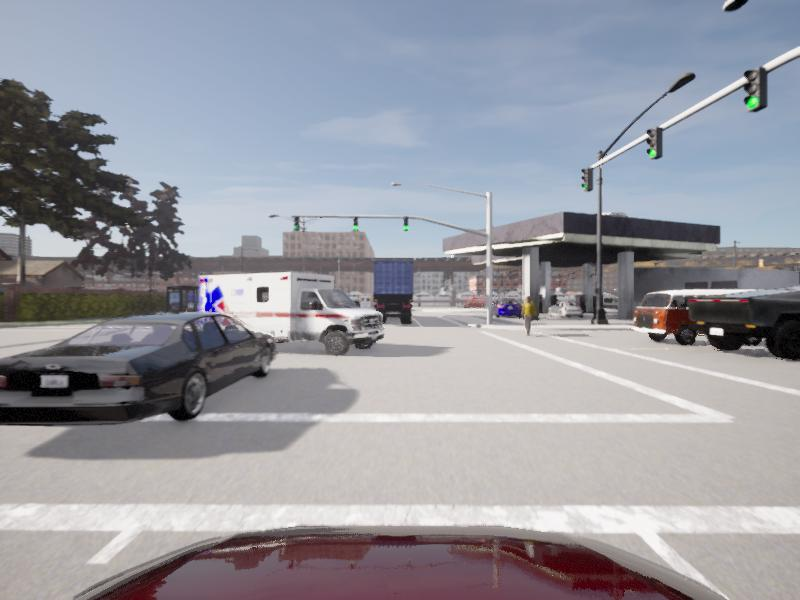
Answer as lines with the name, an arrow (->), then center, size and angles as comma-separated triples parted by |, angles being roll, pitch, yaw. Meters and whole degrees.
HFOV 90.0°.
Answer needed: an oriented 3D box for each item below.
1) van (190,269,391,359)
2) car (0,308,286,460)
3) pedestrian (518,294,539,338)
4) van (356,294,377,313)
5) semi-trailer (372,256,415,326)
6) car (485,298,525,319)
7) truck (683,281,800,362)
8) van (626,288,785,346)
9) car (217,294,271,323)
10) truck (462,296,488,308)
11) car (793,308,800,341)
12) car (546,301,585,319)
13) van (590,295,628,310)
van -> -3.662, 0.392, 13.192 | 6.366, 2.431, 2.351 | 0, 0, 25
car -> -3.637, 0.900, 6.677 | 2.033, 1.411, 5.357 | 0, 0, -1
pedestrian -> 5.613, 0.667, 17.454 | 0.751, 1.860, 0.751 | 0, 0, 29
van -> -4.350, 0.445, 52.788 | 2.351, 2.431, 6.366 | 0, 0, -1
semi-trailer -> -0.531, -0.578, 32.362 | 2.717, 4.402, 14.254 | 0, 0, -1
car -> 9.130, 0.696, 35.271 | 2.242, 1.667, 4.611 | 0, 0, -1
truck -> 12.264, 0.571, 11.771 | 6.274, 2.098, 2.390 | 0, 0, -3
van -> 11.348, 0.604, 15.105 | 4.480, 2.038, 2.069 | 0, 0, -2
car -> -12.024, 0.598, 31.380 | 2.150, 2.045, 5.566 | 0, 0, -1
truck -> 16.582, 0.505, 88.234 | 5.204, 2.467, 2.627 | 1, 0, 1
car -> 18.270, 0.984, 15.279 | 4.718, 1.301, 1.895 | 0, 0, -2
car -> 14.863, 0.864, 36.122 | 1.970, 1.475, 3.806 | 0, 0, -1
van -> 38.308, 0.463, 73.514 | 5.915, 2.561, 1.988 | 0, 0, 10
